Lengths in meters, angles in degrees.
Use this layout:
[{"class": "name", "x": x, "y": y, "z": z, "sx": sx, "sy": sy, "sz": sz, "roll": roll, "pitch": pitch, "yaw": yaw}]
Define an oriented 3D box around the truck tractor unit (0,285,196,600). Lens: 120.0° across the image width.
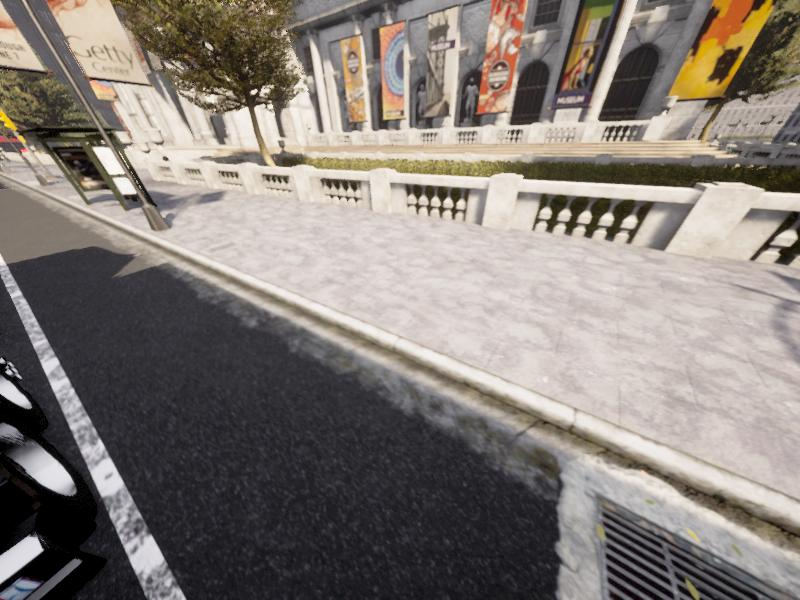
[{"class": "truck tractor unit", "x": -5.141, "y": -0.259, "z": 0.816, "sx": 6.516, "sy": 4.208, "sz": 3.053, "roll": 16, "pitch": 35, "yaw": 24}]
